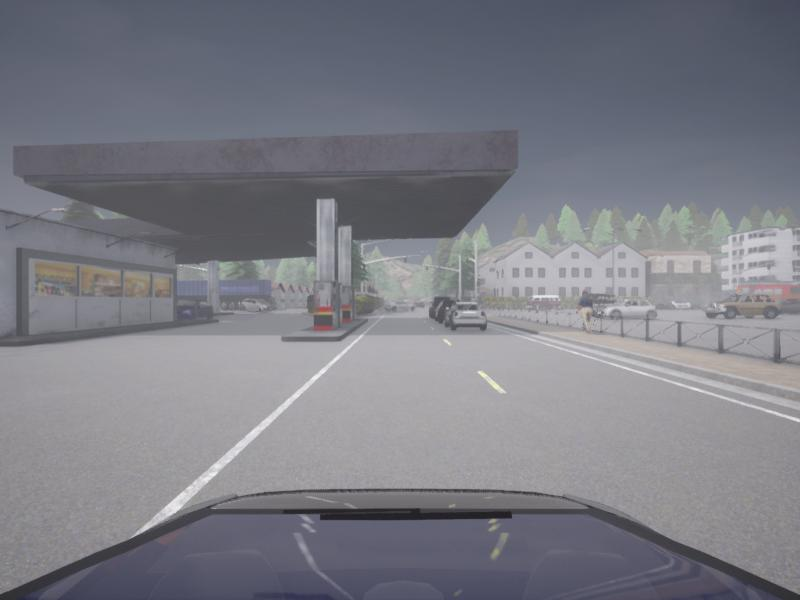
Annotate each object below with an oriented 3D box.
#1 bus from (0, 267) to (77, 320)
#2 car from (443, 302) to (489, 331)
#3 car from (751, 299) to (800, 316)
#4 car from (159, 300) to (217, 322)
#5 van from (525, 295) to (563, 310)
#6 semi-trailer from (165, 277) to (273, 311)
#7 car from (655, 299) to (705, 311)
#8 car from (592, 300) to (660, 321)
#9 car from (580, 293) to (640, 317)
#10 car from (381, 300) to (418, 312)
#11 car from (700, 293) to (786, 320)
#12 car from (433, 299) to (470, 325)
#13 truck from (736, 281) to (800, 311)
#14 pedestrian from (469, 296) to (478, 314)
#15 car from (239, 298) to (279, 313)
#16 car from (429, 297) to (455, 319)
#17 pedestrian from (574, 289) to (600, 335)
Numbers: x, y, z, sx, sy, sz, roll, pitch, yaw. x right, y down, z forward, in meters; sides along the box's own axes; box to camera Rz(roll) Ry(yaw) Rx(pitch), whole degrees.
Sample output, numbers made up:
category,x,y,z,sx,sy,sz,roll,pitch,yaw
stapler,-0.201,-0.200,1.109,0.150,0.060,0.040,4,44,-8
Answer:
category,x,y,z,sx,sy,sz,roll,pitch,yaw
bus,-33.989,-0.533,34.428,3.944,4.253,10.273,0,0,0
car,3.559,0.855,22.210,1.970,1.475,3.806,0,0,0
car,34.723,0.644,35.957,4.514,1.523,2.007,0,0,0
car,-17.145,0.826,32.665,2.242,1.667,4.611,0,0,0
van,19.682,0.383,54.917,4.480,2.038,2.069,0,0,-4
semi-trailer,-24.971,-0.790,55.210,14.254,4.402,2.717,-1,0,7
car,35.910,0.638,51.380,4.974,1.542,2.038,0,0,0
car,16.258,0.706,28.912,3.806,1.475,1.970,0,0,0
car,16.857,0.422,32.239,3.866,1.878,1.905,0,0,0
car,-0.039,0.811,53.156,4.674,1.442,1.812,-1,0,-30
car,24.737,0.443,28.980,4.605,1.855,1.932,0,0,0
car,3.572,0.780,28.533,2.033,1.649,4.856,0,0,0
truck,48.704,-0.513,51.375,8.468,3.827,2.891,0,0,4
pedestrian,7.661,0.487,41.689,0.751,1.860,0.751,0,0,0
car,-17.449,0.657,49.421,4.611,1.667,2.242,3,1,33
car,3.589,0.649,34.986,1.905,1.878,3.866,0,0,0
pedestrian,7.831,0.486,16.788,0.751,1.860,0.751,0,0,0
